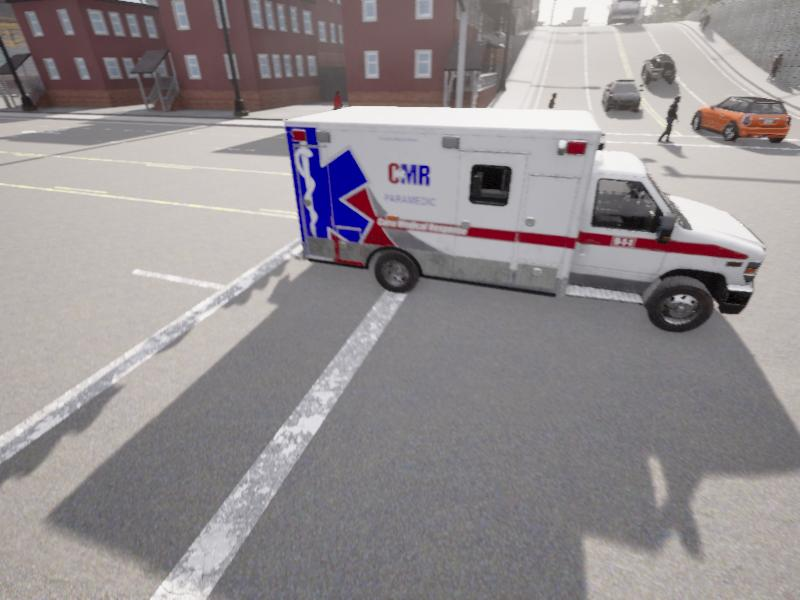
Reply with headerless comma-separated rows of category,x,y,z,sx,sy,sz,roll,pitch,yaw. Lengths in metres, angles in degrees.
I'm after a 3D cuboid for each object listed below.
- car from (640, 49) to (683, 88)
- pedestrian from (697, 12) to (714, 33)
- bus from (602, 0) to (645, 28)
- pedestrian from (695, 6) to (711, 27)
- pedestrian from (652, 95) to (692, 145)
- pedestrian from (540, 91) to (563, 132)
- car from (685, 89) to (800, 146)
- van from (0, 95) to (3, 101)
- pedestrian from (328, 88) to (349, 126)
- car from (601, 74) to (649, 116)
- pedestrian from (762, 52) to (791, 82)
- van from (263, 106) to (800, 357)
car,20.902,-18.703,32.190,1.932,1.855,4.605,10,42,17
pedestrian,33.096,-30.019,43.320,0.751,1.860,0.751,8,31,14
bus,32.632,-42.716,58.473,3.944,4.253,10.273,9,33,17
pedestrian,34.973,-32.707,46.184,0.751,1.860,0.751,9,32,16
pedestrian,11.504,-7.632,16.976,0.751,1.860,0.751,7,31,12
pedestrian,7.706,-9.599,20.378,0.751,1.860,0.751,10,32,17
car,15.598,-8.494,18.397,2.097,1.767,4.553,4,32,8
van,-48.157,-23.240,44.840,1.775,1.987,4.442,9,32,17
pedestrian,-3.412,-10.761,22.334,0.751,1.860,0.751,14,33,23
car,14.465,-13.418,26.026,1.930,1.638,5.238,9,37,17
pedestrian,27.471,-17.035,29.244,0.751,1.860,0.751,7,31,13
van,1.558,-1.436,6.052,6.366,2.431,2.351,9,32,17
